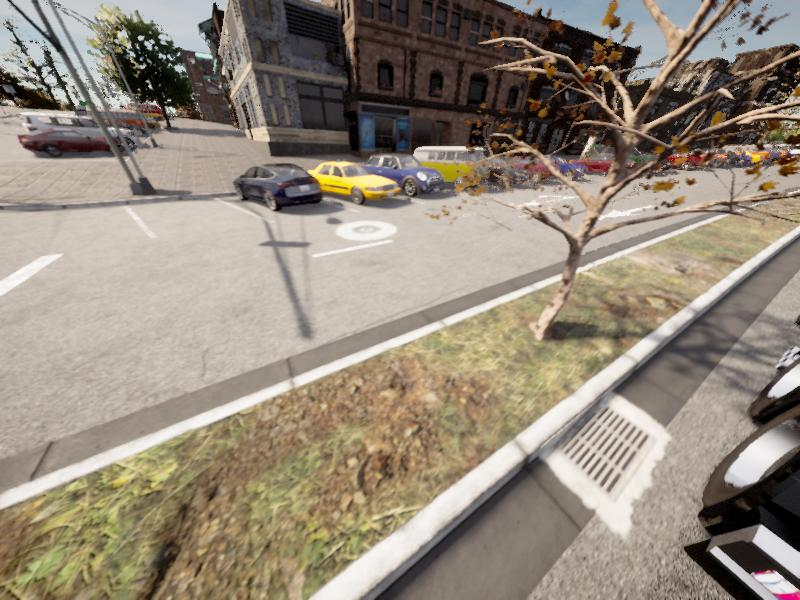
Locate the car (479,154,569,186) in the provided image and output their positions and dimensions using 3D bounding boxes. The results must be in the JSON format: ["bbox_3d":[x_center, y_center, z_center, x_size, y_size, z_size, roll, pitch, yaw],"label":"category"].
[{"bbox_3d":[8.099,-8.816,15.473,4.674,1.452,2.002,27,43,34],"label":"car"}]

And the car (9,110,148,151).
[{"bbox_3d":[-23.889,-12.770,17.586,2.435,2.045,5.566,27,42,25],"label":"car"}]

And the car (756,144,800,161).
[{"bbox_3d":[60.021,-22.627,35.327,2.435,2.045,5.566,-28,43,-35],"label":"car"}]

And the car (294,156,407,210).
[{"bbox_3d":[-2.389,-5.556,10.602,5.366,1.575,1.946,26,42,33],"label":"car"}]

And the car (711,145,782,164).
[{"bbox_3d":[43.592,-18.495,29.275,1.878,1.987,4.442,-28,43,-35],"label":"car"}]

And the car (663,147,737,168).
[{"bbox_3d":[32.511,-15.676,25.291,4.553,1.767,2.185,29,44,36],"label":"car"}]

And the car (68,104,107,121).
[{"bbox_3d":[-44.361,-26.737,32.920,2.128,1.511,4.902,-20,45,-29],"label":"car"}]

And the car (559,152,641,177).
[{"bbox_3d":[16.158,-11.144,18.901,4.674,1.452,2.002,28,43,34],"label":"car"}]

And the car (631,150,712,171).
[{"bbox_3d":[27.021,-14.150,23.262,5.008,1.535,2.097,29,44,35],"label":"car"}]

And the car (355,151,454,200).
[{"bbox_3d":[0.091,-6.559,11.859,4.553,1.767,2.185,26,42,33],"label":"car"}]

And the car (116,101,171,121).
[{"bbox_3d":[-44.259,-32.661,40.021,2.435,2.045,5.566,27,42,24],"label":"car"}]

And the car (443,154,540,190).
[{"bbox_3d":[5.425,-8.060,14.293,4.892,1.521,2.231,26,42,33],"label":"car"}]

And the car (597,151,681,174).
[{"bbox_3d":[21.574,-12.689,21.107,5.008,1.535,2.097,28,43,35],"label":"car"}]

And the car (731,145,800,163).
[{"bbox_3d":[49.110,-19.853,31.279,1.878,1.987,4.442,-28,43,-35],"label":"car"}]

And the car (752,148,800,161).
[{"bbox_3d":[57.290,-21.737,34.462,2.097,1.535,5.008,-28,43,-35],"label":"car"}]

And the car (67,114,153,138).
[{"bbox_3d":[-28.993,-17.542,23.347,2.231,1.521,4.892,27,42,25],"label":"car"}]

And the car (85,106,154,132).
[{"bbox_3d":[-32.409,-20.995,26.888,1.878,1.987,4.442,28,42,25],"label":"car"}]

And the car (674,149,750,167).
[{"bbox_3d":[35.253,-16.280,26.409,2.231,1.521,4.892,-29,44,-35],"label":"car"}]

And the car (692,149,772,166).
[{"bbox_3d":[40.619,-17.745,28.566,1.946,1.575,5.366,-29,43,-35],"label":"car"}]

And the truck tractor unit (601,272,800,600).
[{"bbox_3d":[5.123,-0.287,0.767,6.516,4.208,3.053,-18,39,-24],"label":"truck tractor unit"}]

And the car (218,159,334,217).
[{"bbox_3d":[-5.215,-4.864,9.651,4.792,1.488,2.163,26,42,32],"label":"car"}]

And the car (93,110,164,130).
[{"bbox_3d":[-33.945,-22.623,29.109,1.946,1.575,5.366,27,42,25],"label":"car"}]

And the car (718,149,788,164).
[{"bbox_3d":[46.244,-19.020,30.505,2.163,1.488,4.792,-28,43,-35],"label":"car"}]

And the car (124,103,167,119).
[{"bbox_3d":[-46.017,-34.225,41.966,2.185,1.767,4.553,26,41,24],"label":"car"}]

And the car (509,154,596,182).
[{"bbox_3d":[10.778,-9.605,16.635,4.674,1.452,2.002,27,42,34],"label":"car"}]

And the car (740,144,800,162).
[{"bbox_3d":[54.515,-21.279,33.338,2.435,2.045,5.566,-28,43,-35],"label":"car"}]

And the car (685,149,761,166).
[{"bbox_3d":[37.997,-16.988,27.452,2.097,1.535,5.008,-28,43,-36],"label":"car"}]

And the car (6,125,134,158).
[{"bbox_3d":[-22.237,-10.868,15.871,2.002,1.452,4.674,27,42,25],"label":"car"}]

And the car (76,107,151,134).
[{"bbox_3d":[-30.716,-19.330,25.009,1.878,1.987,4.442,28,42,24],"label":"car"}]

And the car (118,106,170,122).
[{"bbox_3d":[-42.443,-30.911,38.457,1.946,1.575,5.366,27,42,24],"label":"car"}]

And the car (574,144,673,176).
[{"bbox_3d":[18.887,-12.136,19.845,5.566,2.045,2.435,28,43,35],"label":"car"}]

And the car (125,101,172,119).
[{"bbox_3d":[-49.448,-37.456,45.643,2.435,2.045,5.566,23,39,27],"label":"car"}]

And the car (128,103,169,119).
[{"bbox_3d":[-47.711,-35.858,43.867,2.185,1.767,4.553,25,40,25],"label":"car"}]

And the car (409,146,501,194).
[{"bbox_3d":[2.856,-7.400,12.917,4.442,1.987,1.878,26,42,33],"label":"car"}]
